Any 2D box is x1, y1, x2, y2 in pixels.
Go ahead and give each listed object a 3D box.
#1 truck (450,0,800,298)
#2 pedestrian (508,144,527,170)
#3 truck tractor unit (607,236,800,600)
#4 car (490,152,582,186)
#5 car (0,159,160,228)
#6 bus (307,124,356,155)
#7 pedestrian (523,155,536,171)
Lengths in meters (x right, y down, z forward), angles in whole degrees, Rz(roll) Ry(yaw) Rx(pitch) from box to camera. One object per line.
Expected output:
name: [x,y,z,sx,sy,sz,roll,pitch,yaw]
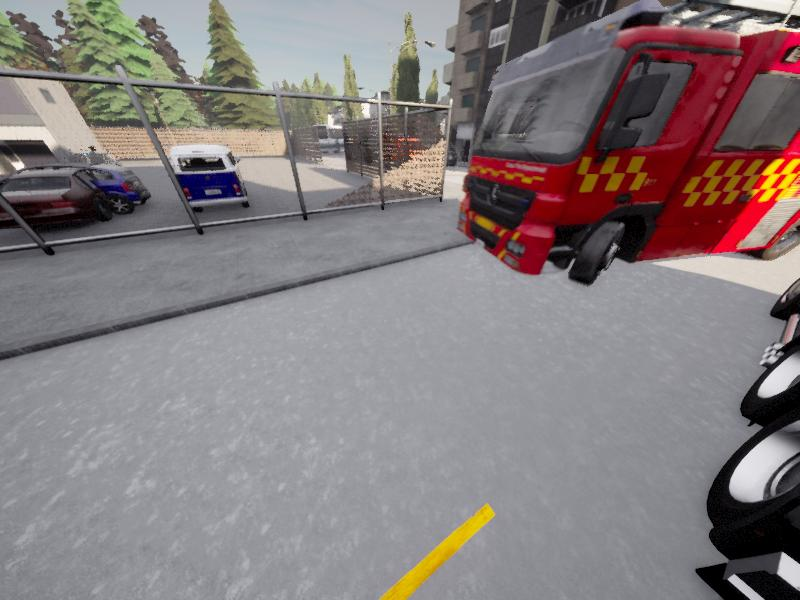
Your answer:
truck: [5.842,-2.929,4.891,8.468,3.827,2.891,-7,35,-10]
pedestrian: [10.085,-12.315,19.876,0.751,1.860,0.751,-10,36,-14]
truck tractor unit: [5.064,-0.343,0.852,6.516,4.208,3.053,-20,40,-26]
car: [8.899,-9.032,15.715,2.163,1.488,4.792,-18,39,-24]
car: [-10.993,-3.624,7.633,3.705,1.547,1.789,-18,39,-24]
bus: [-12.404,-30.159,43.407,3.944,4.253,10.273,7,36,12]
pedestrian: [10.689,-11.298,19.086,0.500,1.100,0.500,-18,39,-24]
